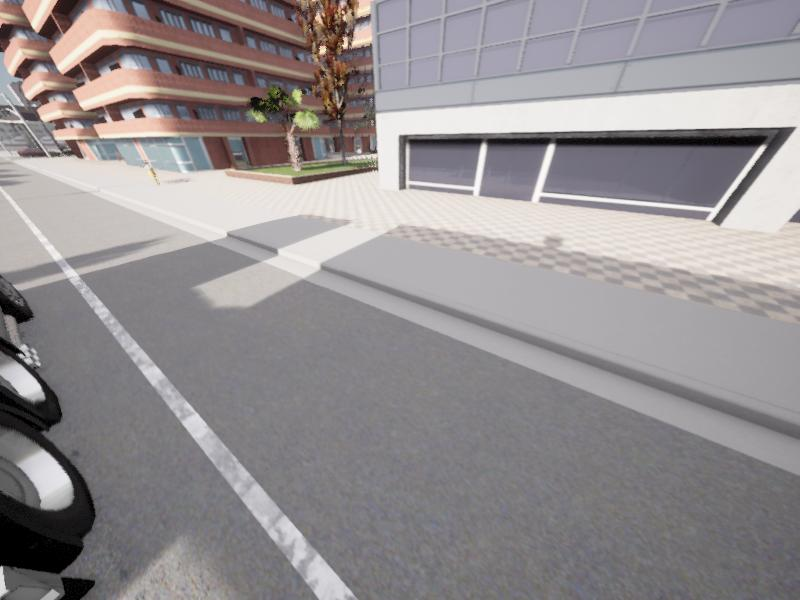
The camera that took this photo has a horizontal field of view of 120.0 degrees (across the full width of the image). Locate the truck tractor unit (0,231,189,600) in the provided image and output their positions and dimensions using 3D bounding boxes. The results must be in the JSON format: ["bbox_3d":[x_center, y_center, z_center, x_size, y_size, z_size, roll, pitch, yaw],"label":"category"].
[{"bbox_3d":[-5.059,-0.348,0.873,6.516,4.208,3.053,20,39,27],"label":"truck tractor unit"}]

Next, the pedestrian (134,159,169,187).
[{"bbox_3d":[-14.101,-7.225,13.131,0.751,1.300,0.751,22,40,28],"label":"pedestrian"}]

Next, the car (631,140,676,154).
[{"bbox_3d":[42.559,-25.880,38.937,4.553,1.767,2.097,21,40,26],"label":"car"}]

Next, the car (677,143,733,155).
[{"bbox_3d":[50.402,-25.117,38.377,5.357,1.411,2.033,21,40,26],"label":"car"}]
